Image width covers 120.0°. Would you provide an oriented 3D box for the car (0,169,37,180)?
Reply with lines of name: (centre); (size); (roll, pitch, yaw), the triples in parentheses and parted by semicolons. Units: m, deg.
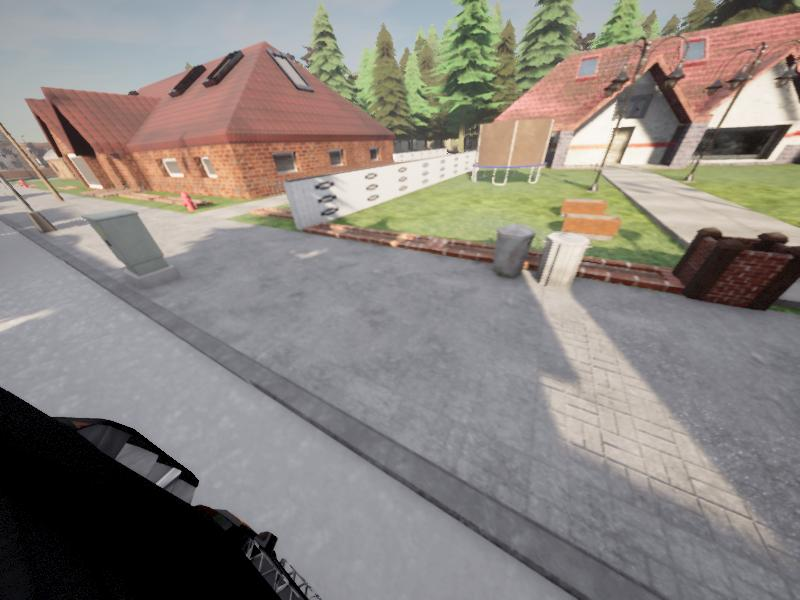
car: (-85.558, -27.753, 51.093); (1.801, 1.575, 5.366); (15, 38, 25)
